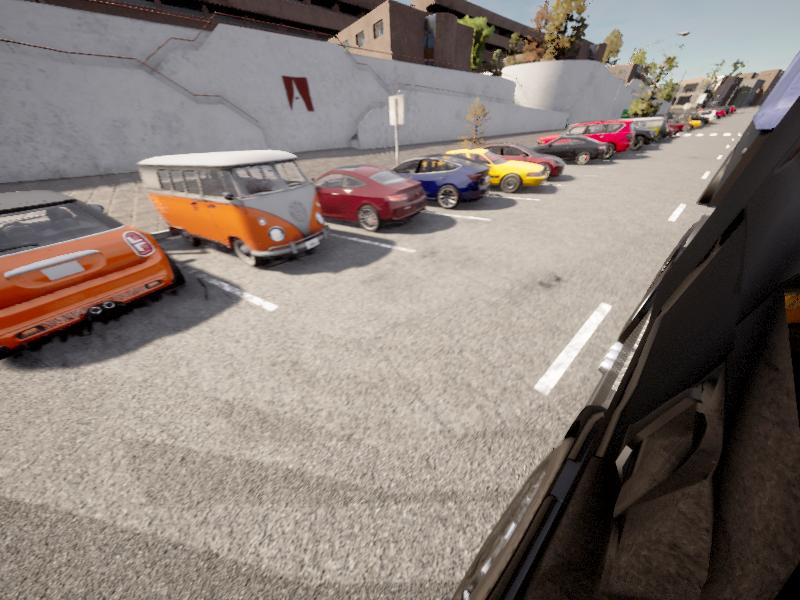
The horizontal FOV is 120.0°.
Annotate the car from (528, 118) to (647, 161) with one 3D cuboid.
[{"bbox_3d":[12.158,-10.769,15.652,5.566,2.045,2.435,16,41,26],"label":"car"}]

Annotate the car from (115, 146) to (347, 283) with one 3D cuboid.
[{"bbox_3d":[-3.701,-2.177,5.236,4.442,1.987,1.878,17,40,25],"label":"car"}]

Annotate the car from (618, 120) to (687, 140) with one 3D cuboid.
[{"bbox_3d":[28.226,-19.175,26.108,4.792,1.488,2.163,16,41,26],"label":"car"}]

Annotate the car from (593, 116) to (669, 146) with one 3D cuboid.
[{"bbox_3d":[21.217,-15.705,21.591,4.442,1.987,1.878,16,41,26],"label":"car"}]

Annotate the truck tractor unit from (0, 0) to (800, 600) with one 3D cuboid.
[{"bbox_3d":[2.645,-0.295,0.352,6.516,4.208,3.053,-28,44,-30],"label":"truck tractor unit"}]

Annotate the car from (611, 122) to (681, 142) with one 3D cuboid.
[{"bbox_3d":[25.902,-17.927,24.639,4.674,1.452,2.002,17,41,26],"label":"car"}]

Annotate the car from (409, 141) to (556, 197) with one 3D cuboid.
[{"bbox_3d":[3.223,-5.617,9.798,5.366,1.575,1.946,17,40,26],"label":"car"}]

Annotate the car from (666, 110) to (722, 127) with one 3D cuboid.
[{"bbox_3d":[53.432,-33.130,42.205,5.566,2.045,2.435,16,41,26],"label":"car"}]

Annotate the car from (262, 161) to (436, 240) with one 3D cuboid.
[{"bbox_3d":[-1.509,-3.195,6.921,4.674,1.452,2.002,17,41,26],"label":"car"}]

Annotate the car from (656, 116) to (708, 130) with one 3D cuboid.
[{"bbox_3d":[44.281,-27.871,36.486,4.674,1.452,2.002,16,41,26],"label":"car"}]

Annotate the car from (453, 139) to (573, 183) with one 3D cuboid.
[{"bbox_3d":[5.373,-6.849,11.364,4.792,1.488,2.163,17,40,26],"label":"car"}]

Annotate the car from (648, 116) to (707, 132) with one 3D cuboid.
[{"bbox_3d":[41.820,-26.701,35.055,5.366,1.575,1.946,16,41,26],"label":"car"}]

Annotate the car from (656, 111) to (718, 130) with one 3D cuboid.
[{"bbox_3d":[46.595,-29.346,37.780,5.566,2.045,2.435,16,41,26],"label":"car"}]

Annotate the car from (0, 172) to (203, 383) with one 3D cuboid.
[{"bbox_3d":[-6.065,-0.908,3.830,4.553,1.767,2.185,17,40,25],"label":"car"}]

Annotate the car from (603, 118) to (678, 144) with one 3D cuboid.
[{"bbox_3d":[23.634,-16.821,23.059,4.553,1.767,2.185,16,41,26],"label":"car"}]

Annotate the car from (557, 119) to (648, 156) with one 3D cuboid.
[{"bbox_3d":[14.574,-11.950,17.082,4.442,1.987,1.878,16,41,26],"label":"car"}]

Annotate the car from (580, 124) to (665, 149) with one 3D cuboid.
[{"bbox_3d":[19.054,-14.259,20.202,4.892,1.521,2.231,16,41,26],"label":"car"}]

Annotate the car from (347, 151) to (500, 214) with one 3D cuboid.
[{"bbox_3d":[0.747,-4.422,8.419,4.792,1.488,2.163,17,41,26],"label":"car"}]

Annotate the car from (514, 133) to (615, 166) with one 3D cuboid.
[{"bbox_3d":[9.918,-9.298,14.335,4.674,1.452,2.002,17,41,26],"label":"car"}]

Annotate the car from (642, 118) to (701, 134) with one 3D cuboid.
[{"bbox_3d":[37.414,-24.140,32.029,4.792,1.488,2.163,16,40,26],"label":"car"}]

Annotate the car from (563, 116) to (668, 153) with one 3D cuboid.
[{"bbox_3d":[16.780,-13.226,18.577,5.566,2.045,2.435,16,41,26],"label":"car"}]

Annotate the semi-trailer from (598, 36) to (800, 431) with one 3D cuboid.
[{"bbox_3d":[8.692,-3.602,4.246,14.254,4.402,2.717,-28,43,-30],"label":"semi-trailer"}]
